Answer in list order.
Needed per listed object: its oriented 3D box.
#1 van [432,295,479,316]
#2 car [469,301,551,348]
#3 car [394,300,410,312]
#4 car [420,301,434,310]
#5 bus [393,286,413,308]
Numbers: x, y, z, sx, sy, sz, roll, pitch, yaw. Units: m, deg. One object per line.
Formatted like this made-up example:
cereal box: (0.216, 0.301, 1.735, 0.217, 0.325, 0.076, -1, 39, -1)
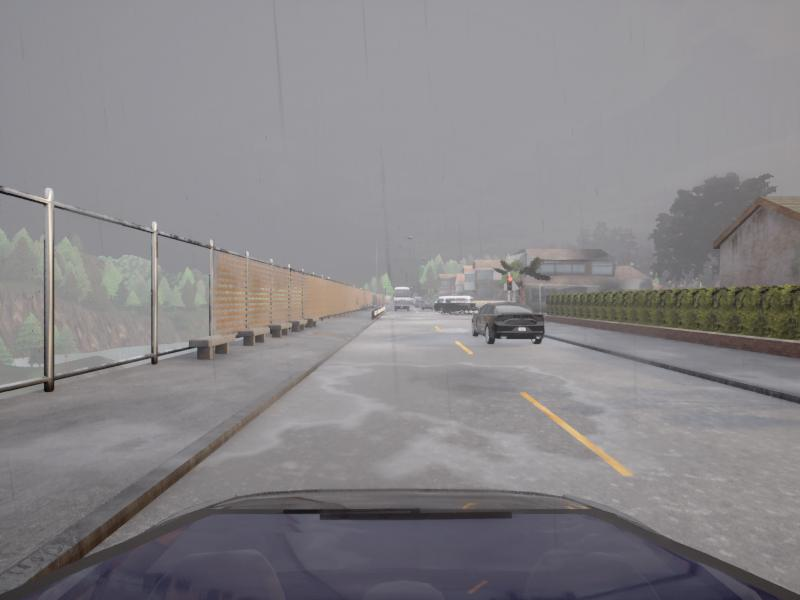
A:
van: (5.843, 0.573, 42.422, 4.480, 2.038, 2.069, 0, 2, 37)
car: (4.085, 0.823, 15.817, 1.882, 1.535, 5.008, 0, 0, 0)
car: (0.314, 0.781, 57.989, 2.152, 1.651, 5.027, 0, 0, 2)
car: (4.307, 0.894, 64.203, 2.033, 1.411, 5.357, 0, 0, 1)
bus: (0.551, -0.539, 83.810, 3.944, 4.253, 10.273, 0, 0, 0)
